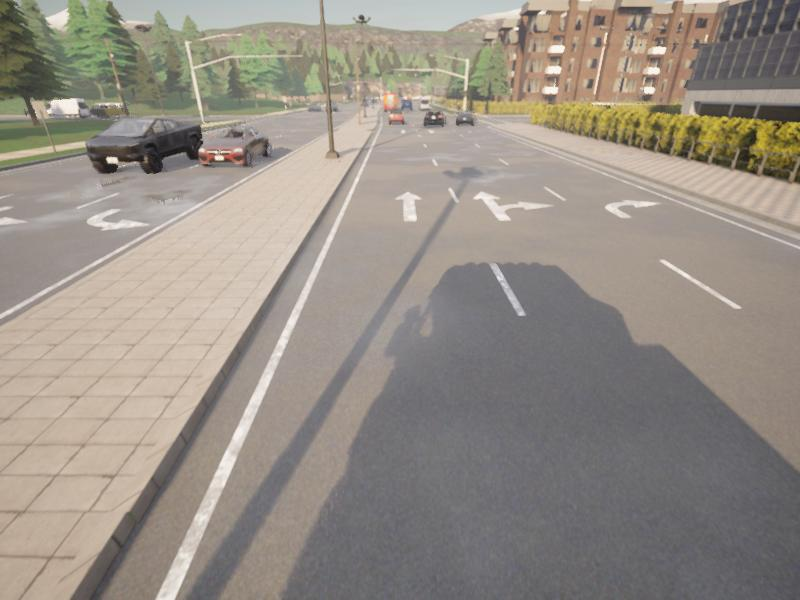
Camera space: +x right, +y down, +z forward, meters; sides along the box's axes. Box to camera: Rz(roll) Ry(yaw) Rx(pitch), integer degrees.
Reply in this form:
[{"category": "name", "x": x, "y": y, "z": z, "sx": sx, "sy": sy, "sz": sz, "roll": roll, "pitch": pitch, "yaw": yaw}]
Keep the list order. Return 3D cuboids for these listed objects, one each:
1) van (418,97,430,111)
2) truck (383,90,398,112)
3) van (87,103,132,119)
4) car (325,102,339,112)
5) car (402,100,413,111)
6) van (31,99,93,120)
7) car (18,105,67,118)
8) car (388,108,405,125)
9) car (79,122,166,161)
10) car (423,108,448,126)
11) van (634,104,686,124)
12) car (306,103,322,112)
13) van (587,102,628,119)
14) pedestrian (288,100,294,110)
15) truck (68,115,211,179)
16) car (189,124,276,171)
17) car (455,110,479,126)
[{"category": "van", "x": 5.059, "y": -41.244, "z": 84.185, "sx": 1.988, "sy": 2.561, "sz": 5.915, "roll": 0, "pitch": 27, "yaw": -1}, {"category": "truck", "x": -1.933, "y": -41.538, "z": 83.355, "sx": 2.891, "sy": 3.827, "sz": 8.468, "roll": 0, "pitch": 27, "yaw": -1}, {"category": "van", "x": -41.286, "y": -26.954, "z": 56.932, "sx": 4.480, "sy": 2.038, "sz": 2.069, "roll": 0, "pitch": 27, "yaw": 0}, {"category": "car", "x": -13.408, "y": -38.252, "z": 79.366, "sx": 2.033, "sy": 1.649, "sz": 4.856, "roll": -1, "pitch": 27, "yaw": -1}, {"category": "car", "x": 1.538, "y": -42.149, "z": 86.488, "sx": 2.150, "sy": 2.045, "sz": 5.566, "roll": 0, "pitch": 27, "yaw": 0}, {"category": "van", "x": -45.263, "y": -25.605, "z": 53.706, "sx": 5.915, "sy": 2.561, "sz": 1.988, "roll": 0, "pitch": 27, "yaw": 0}, {"category": "car", "x": -53.682, "y": -28.388, "z": 60.165, "sx": 5.238, "sy": 1.638, "sz": 1.930, "roll": 0, "pitch": 27, "yaw": 0}, {"category": "car", "x": -0.442, "y": -21.536, "z": 46.819, "sx": 1.851, "sy": 1.617, "sz": 3.988, "roll": -1, "pitch": 27, "yaw": -2}, {"category": "car", "x": -15.036, "y": -8.790, "z": 21.997, "sx": 1.851, "sy": 1.617, "sz": 3.988, "roll": 0, "pitch": 27, "yaw": 0}, {"category": "car", "x": 4.030, "y": -20.475, "z": 44.682, "sx": 2.242, "sy": 1.667, "sz": 4.611, "roll": 5, "pitch": 28, "yaw": 10}, {"category": "van", "x": 30.536, "y": -21.914, "z": 47.124, "sx": 4.442, "sy": 1.987, "sz": 1.775, "roll": 0, "pitch": 27, "yaw": 0}, {"category": "car", "x": -16.872, "y": -37.942, "z": 78.873, "sx": 2.038, "sy": 1.542, "sz": 4.974, "roll": 0, "pitch": 27, "yaw": -1}, {"category": "van", "x": 29.218, "y": -26.735, "z": 56.458, "sx": 4.480, "sy": 2.038, "sz": 2.069, "roll": 0, "pitch": 27, "yaw": 0}, {"category": "pedestrian", "x": -22.154, "y": -39.486, "z": 81.110, "sx": 0.751, "sy": 1.860, "sz": 0.751, "roll": -1, "pitch": 27, "yaw": -2}, {"category": "truck", "x": -11.500, "y": -7.302, "z": 18.559, "sx": 2.390, "sy": 2.098, "sz": 6.274, "roll": 0, "pitch": 27, "yaw": 0}, {"category": "car", "x": -8.009, "y": -7.666, "z": 19.787, "sx": 2.152, "sy": 1.651, "sz": 5.027, "roll": 0, "pitch": 27, "yaw": 0}, {"category": "car", "x": 7.693, "y": -20.779, "z": 45.598, "sx": 1.994, "sy": 1.385, "sz": 4.181, "roll": 8, "pitch": 28, "yaw": 15}]
